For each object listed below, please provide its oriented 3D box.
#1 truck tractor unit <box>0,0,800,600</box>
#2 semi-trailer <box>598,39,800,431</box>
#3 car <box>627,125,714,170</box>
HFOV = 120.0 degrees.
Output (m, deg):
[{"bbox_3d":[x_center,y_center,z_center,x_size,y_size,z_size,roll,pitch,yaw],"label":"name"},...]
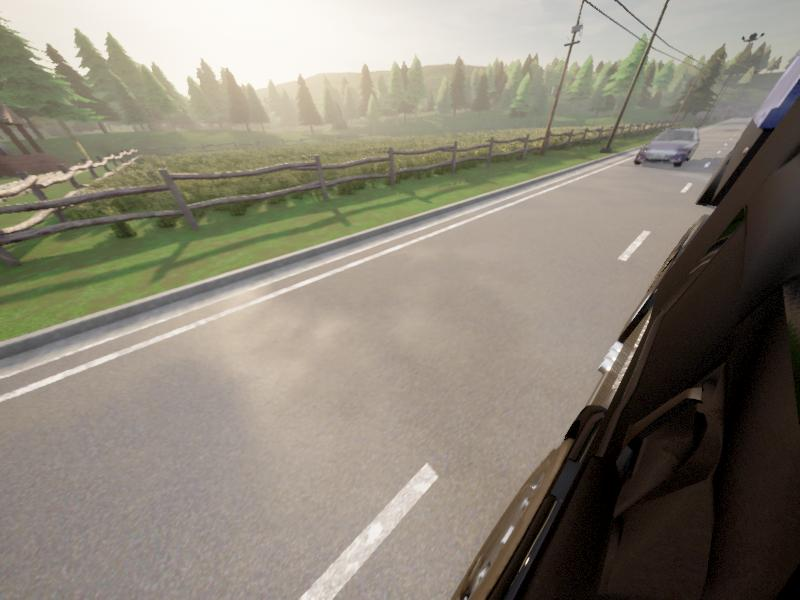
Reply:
[{"bbox_3d":[2.645,-0.295,0.351,6.516,4.208,3.053,-28,44,-30],"label":"truck tractor unit"},{"bbox_3d":[8.686,-3.609,4.246,14.254,4.402,2.717,-28,44,-30],"label":"semi-trailer"},{"bbox_3d":[14.927,-8.479,12.716,4.856,1.649,2.033,-28,43,-30],"label":"car"}]
